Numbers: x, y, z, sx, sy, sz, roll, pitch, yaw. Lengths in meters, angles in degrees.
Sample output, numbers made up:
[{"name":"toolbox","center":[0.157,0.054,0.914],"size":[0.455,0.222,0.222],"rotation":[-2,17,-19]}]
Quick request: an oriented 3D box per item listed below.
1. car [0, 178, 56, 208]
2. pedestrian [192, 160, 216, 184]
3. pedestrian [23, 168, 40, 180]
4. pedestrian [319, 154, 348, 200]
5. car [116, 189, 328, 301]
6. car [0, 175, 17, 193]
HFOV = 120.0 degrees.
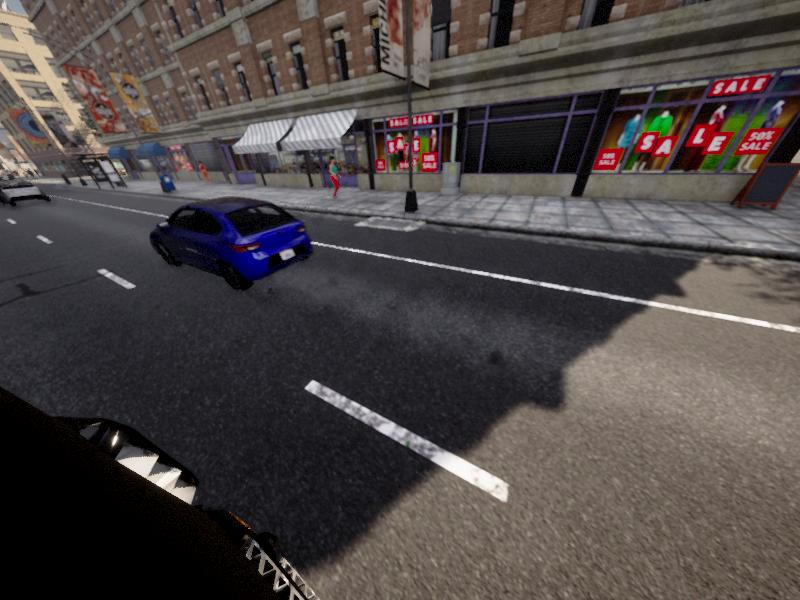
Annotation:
[{"name":"car","center":[-27.767,-7.883,16.793],"size":[4.514,1.525,2.007],"rotation":[15,38,25]},{"name":"pedestrian","center":[-17.481,-11.429,20.667],"size":[0.751,1.860,0.751],"rotation":[12,37,22]},{"name":"pedestrian","center":[-71.868,-24.620,45.081],"size":[0.751,1.860,0.751],"rotation":[4,34,11]},{"name":"pedestrian","center":[-3.134,-5.847,11.055],"size":[0.751,1.860,0.751],"rotation":[2,34,8]},{"name":"car","center":[-4.019,-1.543,5.305],"size":[4.193,1.474,1.816],"rotation":[15,38,25]},{"name":"car","center":[-45.887,-13.075,26.108],"size":[3.705,1.549,1.789],"rotation":[24,43,34]}]
